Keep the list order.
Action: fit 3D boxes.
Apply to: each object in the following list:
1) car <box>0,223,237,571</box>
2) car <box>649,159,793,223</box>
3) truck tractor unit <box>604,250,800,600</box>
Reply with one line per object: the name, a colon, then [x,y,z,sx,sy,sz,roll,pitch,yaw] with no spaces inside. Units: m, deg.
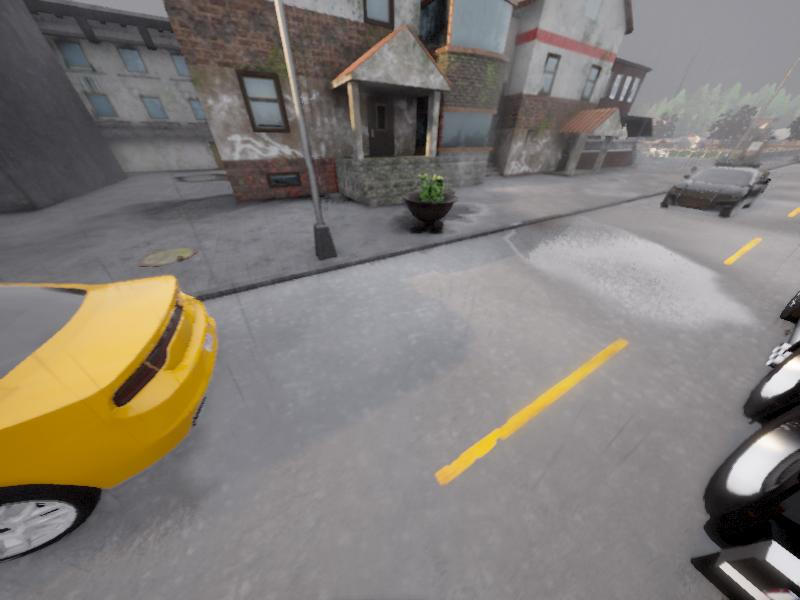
car: [-4.073,0.979,1.215,5.008,1.535,1.882,-18,39,-24]
car: [12.632,-4.480,9.107,5.238,1.638,1.930,-18,39,-24]
truck tractor unit: [5.085,-0.327,0.810,6.516,4.208,3.053,-19,39,-25]
